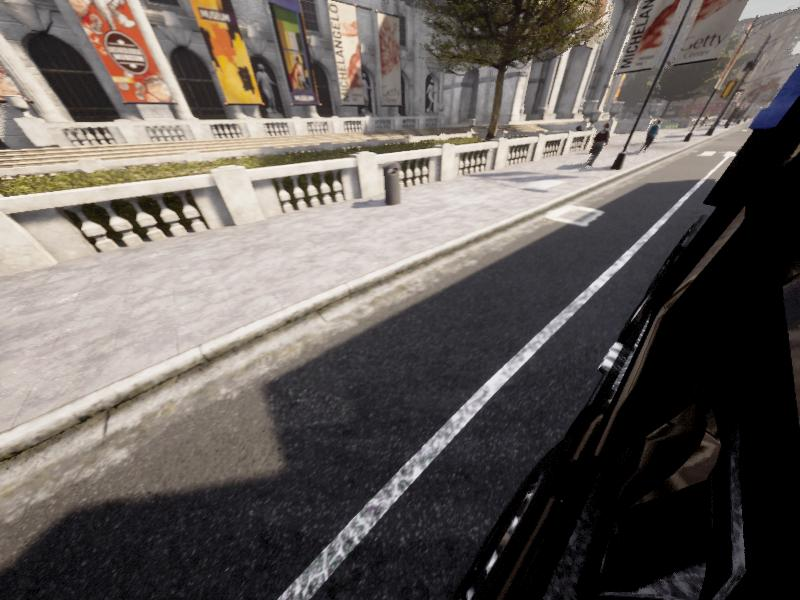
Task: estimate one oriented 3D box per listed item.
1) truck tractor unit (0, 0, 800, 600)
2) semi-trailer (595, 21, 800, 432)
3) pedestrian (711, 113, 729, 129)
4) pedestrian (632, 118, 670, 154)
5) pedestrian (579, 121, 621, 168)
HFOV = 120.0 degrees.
[{"bbox_3d":[2.645,-0.295,0.351,6.516,4.208,3.053,-28,44,-30],"label":"truck tractor unit"},{"bbox_3d":[8.838,-3.504,4.088,14.254,4.402,2.717,-26,43,-28],"label":"semi-trailer"},{"bbox_3d":[48.583,-27.184,35.111,0.751,1.860,0.751,27,46,34],"label":"pedestrian"},{"bbox_3d":[16.102,-10.503,14.846,0.751,1.860,0.751,-21,40,-23],"label":"pedestrian"},{"bbox_3d":[9.976,-7.783,11.595,0.751,1.860,0.751,-21,40,-23],"label":"pedestrian"}]
